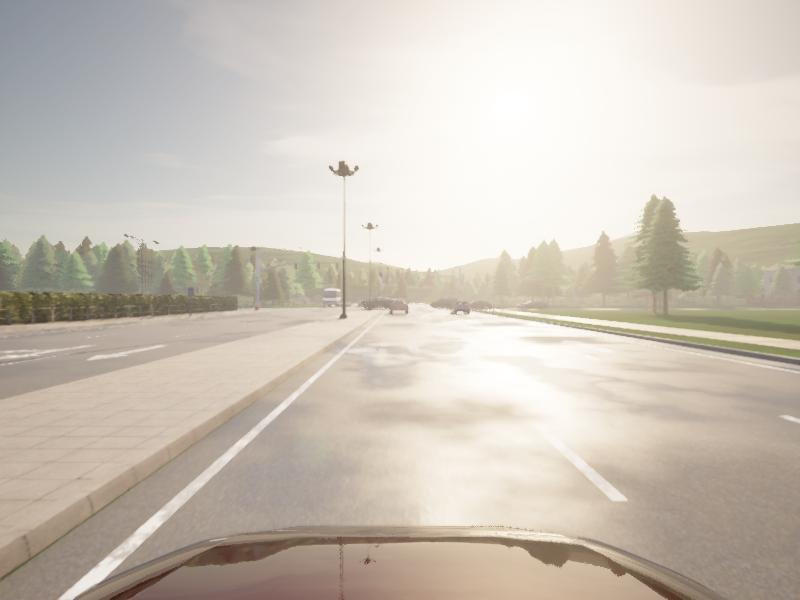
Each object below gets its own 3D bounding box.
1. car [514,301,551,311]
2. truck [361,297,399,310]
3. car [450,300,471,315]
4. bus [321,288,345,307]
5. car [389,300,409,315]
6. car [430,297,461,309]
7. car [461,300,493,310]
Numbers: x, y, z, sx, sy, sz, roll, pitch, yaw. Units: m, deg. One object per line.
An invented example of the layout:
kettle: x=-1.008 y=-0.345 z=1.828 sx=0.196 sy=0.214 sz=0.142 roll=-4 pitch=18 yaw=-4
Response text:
car: x=20.429 y=0.839 z=61.868 sx=4.902 sy=1.511 sz=2.128 roll=0 pitch=0 yaw=0
truck: x=-3.436 y=0.539 z=68.418 sx=6.274 sy=2.098 sz=2.390 roll=0 pitch=0 yaw=28
car: x=6.881 y=0.788 z=45.946 sx=1.851 sy=1.617 sz=3.988 roll=0 pitch=0 yaw=0
bus: x=-15.298 y=-0.539 z=92.397 sx=3.944 sy=4.253 sz=10.273 roll=0 pitch=0 yaw=0
car: x=-0.124 y=0.781 z=46.374 sx=2.152 sy=1.651 sz=5.027 roll=0 pitch=0 yaw=0
car: x=8.307 y=0.572 z=73.728 sx=5.566 sy=2.045 sz=2.150 roll=0 pitch=0 yaw=43
car: x=12.512 y=0.841 z=65.412 sx=4.892 sy=1.490 sz=1.837 roll=-1 pitch=0 yaw=0
